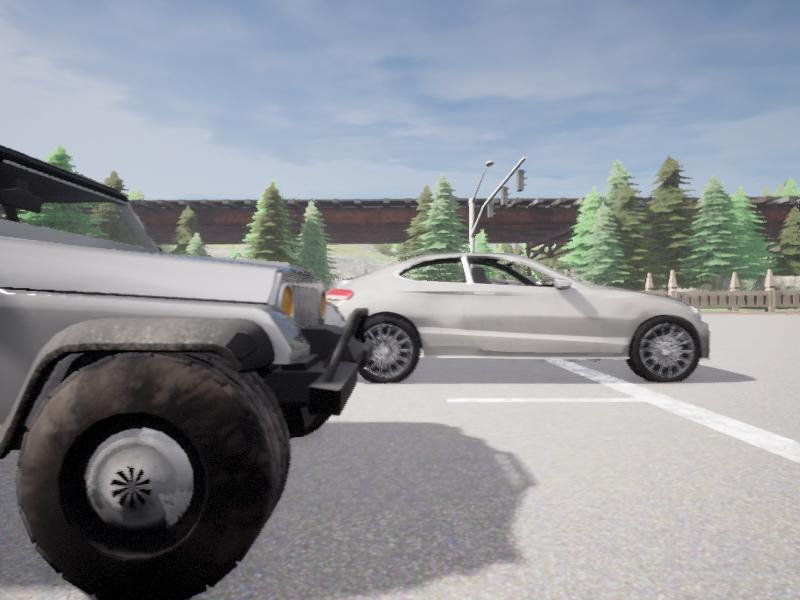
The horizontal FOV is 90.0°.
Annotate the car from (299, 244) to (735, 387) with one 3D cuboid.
[{"bbox_3d":[1.350,0.179,5.698,5.027,1.651,2.152,0,0,0],"label":"car"}]

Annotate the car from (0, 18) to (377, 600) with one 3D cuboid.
[{"bbox_3d":[-2.122,0.052,2.207,3.866,1.878,1.905,0,0,0],"label":"car"}]

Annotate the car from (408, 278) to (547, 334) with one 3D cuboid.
[{"bbox_3d":[2.289,0.185,12.528,3.988,1.617,1.851,0,0,4],"label":"car"}]
